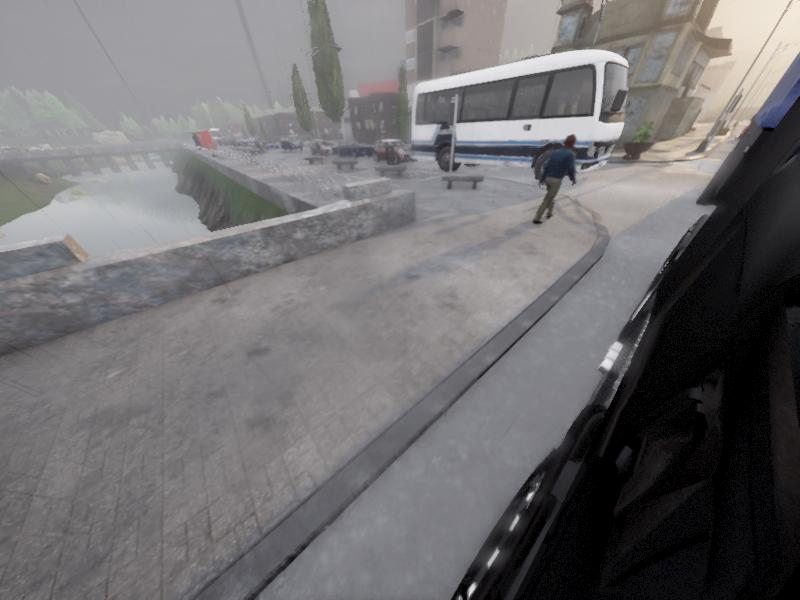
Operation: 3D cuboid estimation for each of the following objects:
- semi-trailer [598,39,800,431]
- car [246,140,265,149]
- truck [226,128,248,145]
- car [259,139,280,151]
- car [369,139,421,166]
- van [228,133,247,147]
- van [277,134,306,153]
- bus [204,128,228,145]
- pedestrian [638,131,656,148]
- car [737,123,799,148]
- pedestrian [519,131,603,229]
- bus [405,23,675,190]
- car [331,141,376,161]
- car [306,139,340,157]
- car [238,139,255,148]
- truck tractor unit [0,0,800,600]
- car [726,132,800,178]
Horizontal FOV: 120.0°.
[{"bbox_3d":[8.696,-3.596,4.245,14.254,4.402,2.717,-28,44,-30],"label":"semi-trailer"},{"bbox_3d":[-28.478,-30.640,45.483,1.895,1.301,4.718,-28,44,-30],"label":"car"},{"bbox_3d":[-49.815,-49.917,70.563,2.891,3.827,8.468,-28,44,-30],"label":"truck"},{"bbox_3d":[-22.175,-26.406,39.257,1.816,1.474,4.193,-28,43,-30],"label":"car"},{"bbox_3d":[-0.446,-11.565,17.978,1.970,1.475,3.806,-28,44,-30],"label":"car"},{"bbox_3d":[-39.150,-38.422,55.516,1.988,2.561,5.915,-28,44,-30],"label":"van"},{"bbox_3d":[-15.155,-21.813,32.223,1.775,1.987,4.442,-28,44,-30],"label":"van"},{"bbox_3d":[-61.016,-54.119,76.545,3.944,4.253,10.273,-28,44,-30],"label":"bus"},{"bbox_3d":[20.184,-13.128,18.886,0.500,1.100,0.500,-28,44,-30],"label":"pedestrian"},{"bbox_3d":[28.284,-12.757,17.872,4.181,1.385,1.994,-28,44,-30],"label":"car"},{"bbox_3d":[3.553,-2.713,5.298,0.751,1.860,0.751,-14,38,-15],"label":"pedestrian"},{"bbox_3d":[5.182,-8.975,11.827,3.944,4.253,10.273,-29,44,-31],"label":"bus"},{"bbox_3d":[-4.526,-14.286,22.037,1.895,1.301,4.718,-28,44,-30],"label":"car"},{"bbox_3d":[-8.672,-17.185,26.035,1.970,1.475,3.806,-28,44,-30],"label":"car"},{"bbox_3d":[-33.615,-34.205,50.463,1.812,1.442,4.674,-28,44,-30],"label":"car"},{"bbox_3d":[2.645,-0.295,0.351,6.516,4.208,3.053,-28,44,-30],"label":"truck tractor unit"},{"bbox_3d":[17.073,-6.766,10.593,4.718,1.301,1.895,-28,44,-30],"label":"car"}]
